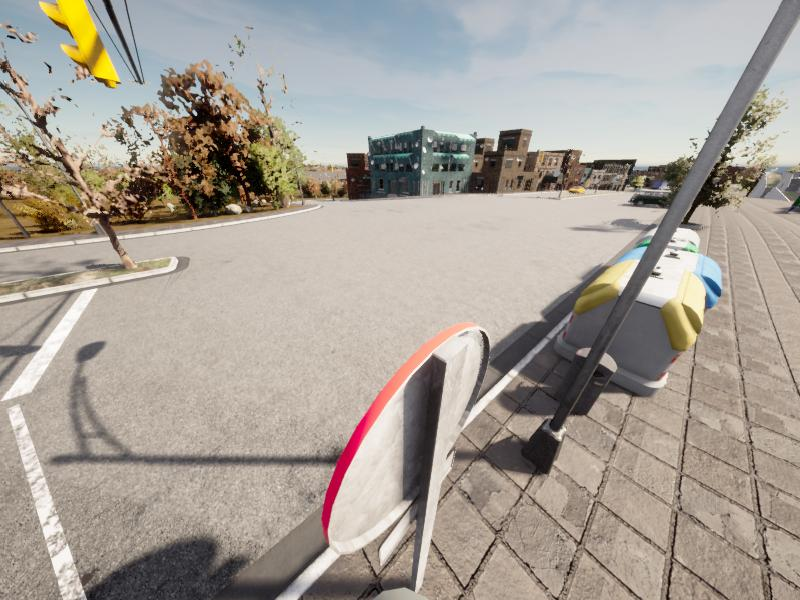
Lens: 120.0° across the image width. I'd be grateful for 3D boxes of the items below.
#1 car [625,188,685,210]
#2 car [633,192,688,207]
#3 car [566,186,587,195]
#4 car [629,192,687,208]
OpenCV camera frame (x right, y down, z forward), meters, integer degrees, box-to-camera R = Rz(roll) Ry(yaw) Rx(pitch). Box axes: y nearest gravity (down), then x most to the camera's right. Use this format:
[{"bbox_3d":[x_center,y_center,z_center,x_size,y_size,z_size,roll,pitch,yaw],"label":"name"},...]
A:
[{"bbox_3d":[32.099,-12.864,29.311,4.442,1.987,1.878,17,33,25],"label":"car"},{"bbox_3d":[36.754,-14.328,32.812,4.674,1.452,2.002,17,33,25],"label":"car"},{"bbox_3d":[38.044,-23.604,49.738,5.008,1.535,1.882,-21,36,-35],"label":"car"},{"bbox_3d":[34.472,-13.468,31.109,4.674,1.452,2.002,17,32,25],"label":"car"}]
